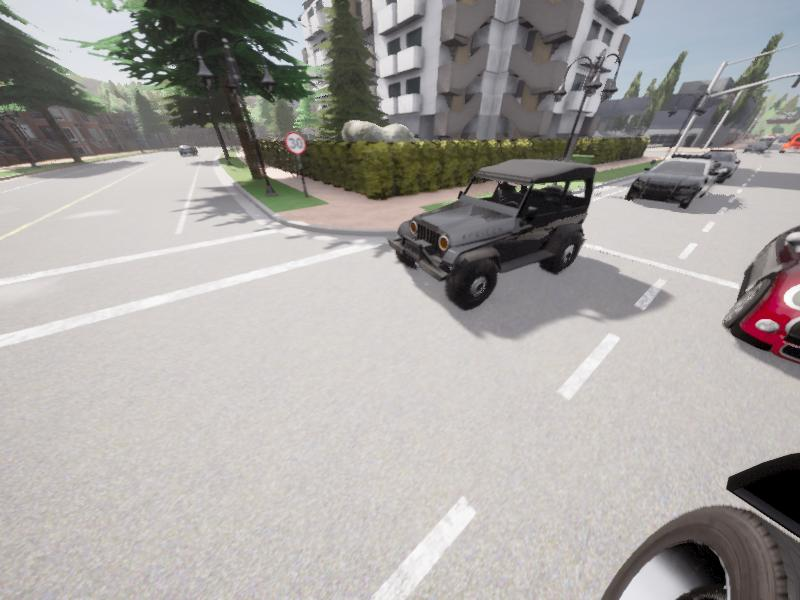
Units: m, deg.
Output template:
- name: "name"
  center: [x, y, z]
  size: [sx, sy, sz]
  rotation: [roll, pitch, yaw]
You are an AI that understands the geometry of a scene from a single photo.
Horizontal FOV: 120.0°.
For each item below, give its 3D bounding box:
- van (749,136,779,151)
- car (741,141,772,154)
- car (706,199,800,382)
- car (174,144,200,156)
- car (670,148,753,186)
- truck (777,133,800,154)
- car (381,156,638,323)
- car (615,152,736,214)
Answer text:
- name: "van"
  center: [66.004, -28.446, 41.902]
  size: [4.480, 2.038, 2.069]
  rotation: [-23, 41, -29]
- name: "car"
  center: [52.997, -22.665, 34.328]
  size: [4.674, 1.442, 1.812]
  rotation: [-23, 41, -29]
- name: "car"
  center: [6.143, -0.211, 2.873]
  size: [3.806, 1.475, 1.970]
  rotation: [-23, 41, -29]
- name: "car"
  center: [-33.389, -23.603, 36.317]
  size: [2.033, 1.411, 5.357]
  rotation: [-18, 39, -24]
- name: "car"
  center: [18.835, -8.148, 13.966]
  size: [4.974, 1.542, 2.038]
  rotation: [-23, 41, -29]
- name: "truck"
  center: [58.288, -22.837, 33.640]
  size: [5.204, 2.467, 2.627]
  rotation: [-23, 41, -29]
- name: "car"
  center: [1.843, -1.462, 4.320]
  size: [3.866, 1.878, 1.905]
  rotation: [-18, 39, -24]
- name: "car"
  center: [11.393, -5.023, 9.504]
  size: [5.238, 1.638, 1.930]
  rotation: [-23, 41, -29]
